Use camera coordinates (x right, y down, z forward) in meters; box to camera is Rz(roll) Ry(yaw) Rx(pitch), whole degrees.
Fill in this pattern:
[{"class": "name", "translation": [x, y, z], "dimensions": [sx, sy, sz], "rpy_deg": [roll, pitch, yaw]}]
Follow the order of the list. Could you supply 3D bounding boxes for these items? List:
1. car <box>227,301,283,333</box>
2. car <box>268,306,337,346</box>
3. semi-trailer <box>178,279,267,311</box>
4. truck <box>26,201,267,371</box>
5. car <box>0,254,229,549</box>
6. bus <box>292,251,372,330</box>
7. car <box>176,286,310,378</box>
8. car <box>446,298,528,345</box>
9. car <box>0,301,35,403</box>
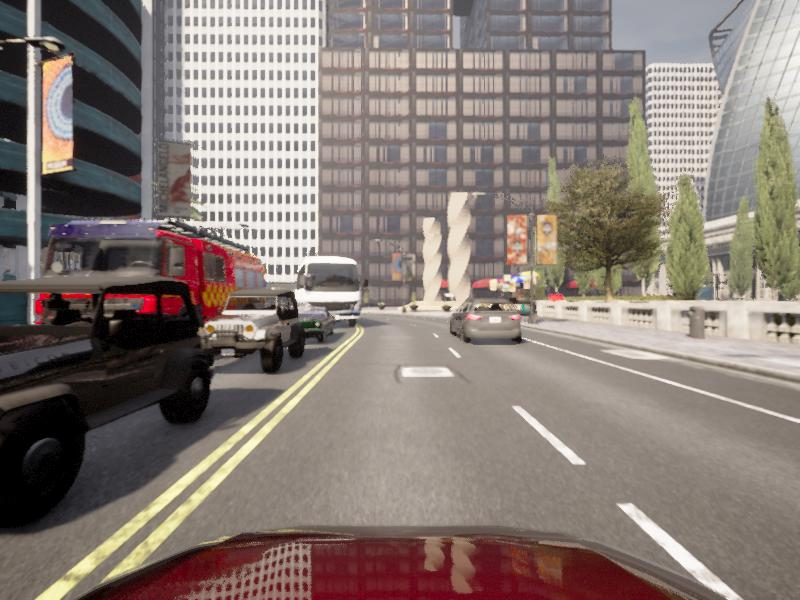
[{"class": "car", "translation": [-7.764, 0.828, 21.947], "dimensions": [2.038, 1.542, 4.974], "rpy_deg": [0, 0, -10]}, {"class": "car", "translation": [-3.785, 0.945, 16.372], "dimensions": [1.895, 1.301, 4.718], "rpy_deg": [0, 0, -3]}, {"class": "semi-trailer", "translation": [-26.060, -0.621, 58.296], "dimensions": [14.254, 4.402, 2.717], "rpy_deg": [0, -1, 22]}, {"class": "truck", "translation": [-7.142, -0.320, 13.313], "dimensions": [2.891, 3.827, 8.468], "rpy_deg": [0, 0, -2]}, {"class": "car", "translation": [-3.536, 0.646, 4.175], "dimensions": [1.905, 1.878, 3.866], "rpy_deg": [0, 0, -1]}, {"class": "bus", "translation": [-5.022, -0.532, 26.991], "dimensions": [3.944, 4.253, 10.273], "rpy_deg": [0, 0, -17]}, {"class": "car", "translation": [-3.619, 0.647, 10.058], "dimensions": [1.905, 1.878, 3.866], "rpy_deg": [0, 0, -1]}, {"class": "car", "translation": [3.327, 0.757, 16.364], "dimensions": [2.242, 1.667, 4.611], "rpy_deg": [0, 0, -2]}, {"class": "car", "translation": [-7.023, 0.802, 4.049], "dimensions": [1.801, 1.575, 5.366], "rpy_deg": [0, 0, -1]}]
